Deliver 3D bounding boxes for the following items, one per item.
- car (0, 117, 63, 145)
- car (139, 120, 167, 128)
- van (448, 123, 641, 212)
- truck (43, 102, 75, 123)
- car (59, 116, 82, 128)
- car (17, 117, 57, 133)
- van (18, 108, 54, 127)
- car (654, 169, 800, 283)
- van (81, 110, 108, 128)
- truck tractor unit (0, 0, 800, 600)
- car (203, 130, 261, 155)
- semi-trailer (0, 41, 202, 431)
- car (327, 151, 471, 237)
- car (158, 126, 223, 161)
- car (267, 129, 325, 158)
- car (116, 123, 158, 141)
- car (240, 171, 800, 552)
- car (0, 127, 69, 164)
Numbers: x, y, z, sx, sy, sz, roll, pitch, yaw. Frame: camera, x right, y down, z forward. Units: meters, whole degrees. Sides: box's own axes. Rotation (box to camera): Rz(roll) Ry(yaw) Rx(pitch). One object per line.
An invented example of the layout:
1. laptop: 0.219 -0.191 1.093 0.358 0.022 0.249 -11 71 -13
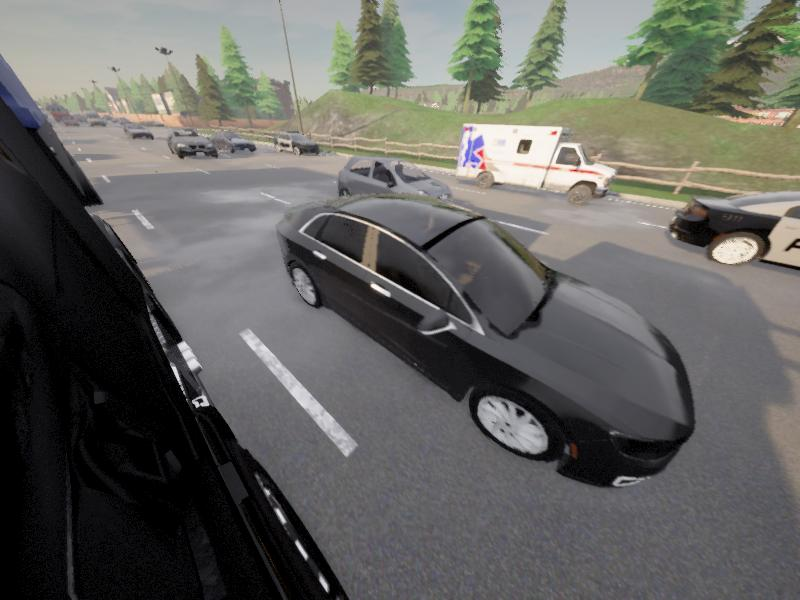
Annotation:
1. car: -30.979 -14.295 19.513 5.027 1.651 2.152 28 43 30
2. car: -58.356 -41.655 54.684 5.357 1.411 2.033 15 38 16
3. van: 5.658 -6.058 10.121 6.366 2.431 2.351 28 44 30
4. truck: -86.825 -47.617 58.827 8.468 3.827 2.891 28 43 30
5. car: -60.504 -32.680 42.387 3.633 1.501 1.845 28 43 30
6. car: -46.005 -22.225 29.317 4.792 1.488 2.163 28 44 30
7. van: -63.172 -31.741 40.202 6.366 2.431 2.351 28 43 30
8. car: 9.012 -1.226 4.506 5.238 1.638 1.930 28 43 30
9. van: -60.660 -35.905 45.861 5.915 2.561 1.988 28 43 30
10. truck tractor unit: -2.645 -0.295 0.351 6.516 4.208 3.053 28 44 30
11. car: -14.452 -13.597 19.822 5.357 1.411 2.033 28 43 30
12. semi-trailer: -8.701 -3.598 4.234 14.254 4.402 2.717 28 44 30
13. car: -0.159 -3.328 6.835 3.633 1.501 1.845 28 44 30
14. car: -14.504 -10.887 15.952 2.242 1.667 4.611 -29 47 -36
15. car: -8.925 -13.490 19.824 5.238 1.638 1.930 28 44 30
16. car: -29.671 -18.961 26.051 5.357 1.411 2.033 28 43 30
17. car: 0.320 -0.334 2.872 4.892 1.490 1.837 29 44 29
18. car: -20.505 -8.603 12.753 4.181 1.385 1.994 28 43 30
